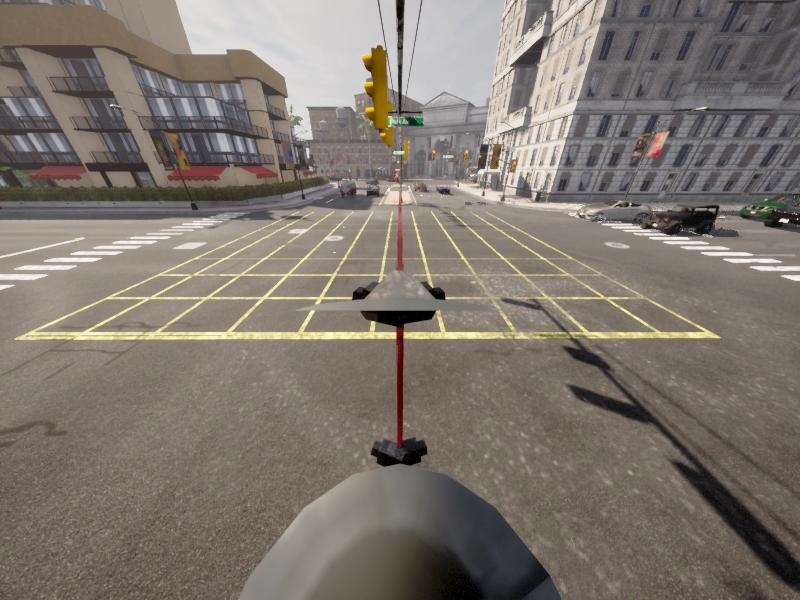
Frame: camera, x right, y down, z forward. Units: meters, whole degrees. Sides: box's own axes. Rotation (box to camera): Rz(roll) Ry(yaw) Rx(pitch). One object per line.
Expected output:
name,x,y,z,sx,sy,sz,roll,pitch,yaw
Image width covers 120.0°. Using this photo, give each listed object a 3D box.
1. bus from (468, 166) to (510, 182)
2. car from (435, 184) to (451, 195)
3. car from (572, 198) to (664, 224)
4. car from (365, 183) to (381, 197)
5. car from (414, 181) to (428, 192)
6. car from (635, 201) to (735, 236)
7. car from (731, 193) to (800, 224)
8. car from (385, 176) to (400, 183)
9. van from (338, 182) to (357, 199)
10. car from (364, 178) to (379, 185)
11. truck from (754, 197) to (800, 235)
bus,26.146,-37.440,68.594,10.273,4.253,3.944,0,30,1
car,7.329,-18.982,39.587,1.895,1.301,4.718,0,30,0
car,18.078,-7.547,19.455,5.027,1.651,2.152,3,30,4
car,-4.180,-17.437,36.565,1.930,1.638,5.238,0,30,0
car,3.838,-21.404,43.456,2.152,1.651,5.027,0,30,0
car,19.368,-5.634,15.875,3.866,1.878,1.905,-2,30,-4
car,32.295,-7.620,19.160,5.566,2.045,2.150,0,30,0
car,-2.056,-34.349,65.970,3.988,1.617,1.851,22,37,33
van,-7.688,-16.402,34.427,1.775,1.987,4.442,0,30,0
car,-7.209,-30.556,59.521,2.033,1.411,5.357,7,31,12
truck,30.189,-5.892,16.113,6.274,2.098,2.390,0,30,0
